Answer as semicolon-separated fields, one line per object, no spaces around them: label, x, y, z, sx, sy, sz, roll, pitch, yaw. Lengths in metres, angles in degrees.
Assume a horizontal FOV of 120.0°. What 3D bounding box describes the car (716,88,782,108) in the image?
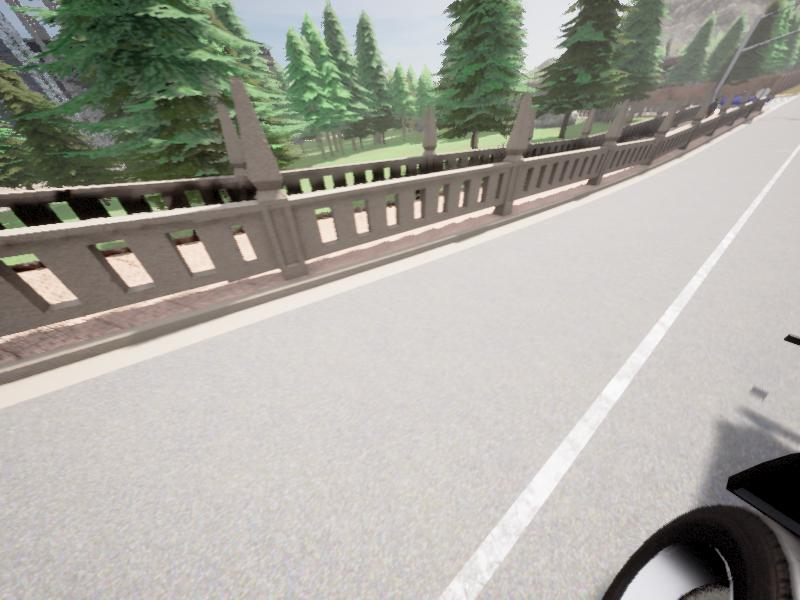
car;46.561;-27.043;30.960;2.007;1.525;4.514;-29;44;-25

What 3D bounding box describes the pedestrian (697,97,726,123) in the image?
pedestrian;29.817;-18.187;22.130;0.751;1.860;0.751;-26;42;-22
